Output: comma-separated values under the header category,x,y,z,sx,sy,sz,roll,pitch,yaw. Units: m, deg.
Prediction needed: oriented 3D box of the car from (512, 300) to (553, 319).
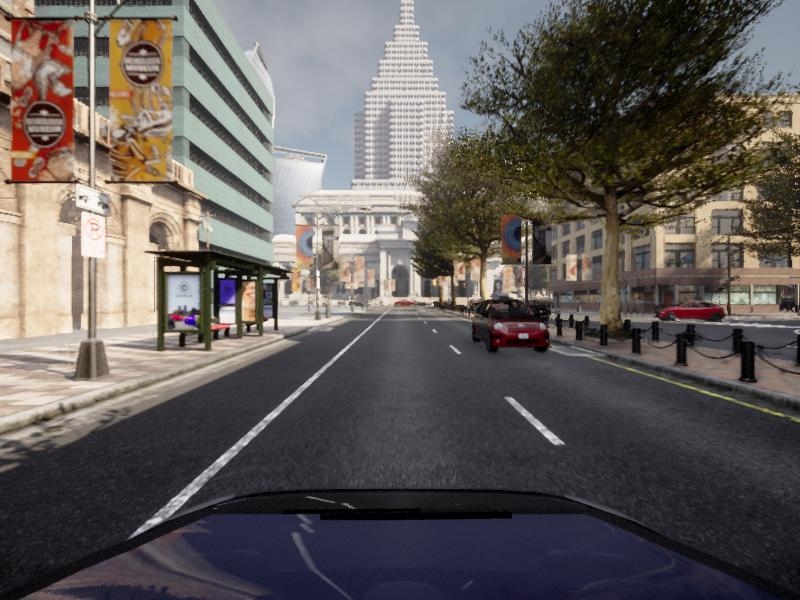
category,x,y,z,sx,sy,sz,roll,pitch,yaw
car,11.500,0.788,35.118,1.882,1.535,5.008,0,0,0

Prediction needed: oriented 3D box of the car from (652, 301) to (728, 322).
category,x,y,z,sx,sy,sz,roll,pitch,yaw
car,21.224,0.825,29.449,4.193,1.474,1.816,0,0,19

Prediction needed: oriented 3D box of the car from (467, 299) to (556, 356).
category,x,y,z,sx,sy,sz,roll,pitch,yaw
car,3.499,0.775,13.304,1.851,1.617,3.988,0,0,0

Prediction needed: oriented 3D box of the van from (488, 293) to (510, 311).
category,x,y,z,sx,sy,sz,roll,pitch,yaw
van,15.005,0.264,60.975,1.988,2.561,5.915,0,0,0
